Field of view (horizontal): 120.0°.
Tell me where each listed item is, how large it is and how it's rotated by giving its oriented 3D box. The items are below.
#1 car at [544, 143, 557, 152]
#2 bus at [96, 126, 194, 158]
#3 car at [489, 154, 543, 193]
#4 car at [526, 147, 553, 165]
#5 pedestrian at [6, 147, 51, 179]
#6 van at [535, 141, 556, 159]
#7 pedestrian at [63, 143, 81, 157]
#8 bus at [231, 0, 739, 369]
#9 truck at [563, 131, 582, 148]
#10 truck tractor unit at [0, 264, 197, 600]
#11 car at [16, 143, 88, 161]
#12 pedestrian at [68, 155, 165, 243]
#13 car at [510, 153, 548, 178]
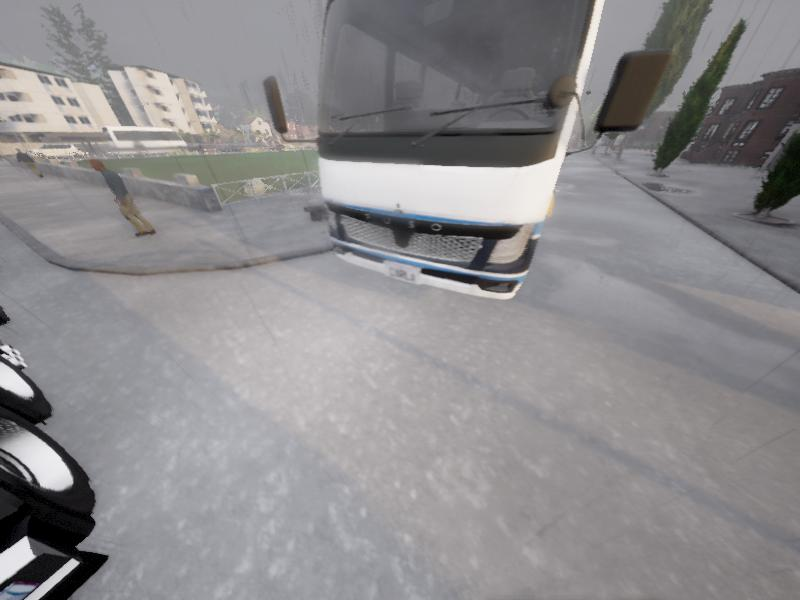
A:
[{"bbox_3d":[32.630,-33.037,49.911,1.812,1.442,4.674,18,39,24],"label":"car"},{"bbox_3d":[-44.551,-28.148,41.150,3.944,4.253,10.273,18,39,24],"label":"bus"},{"bbox_3d":[6.631,-7.223,13.031,1.970,1.475,3.806,18,39,24],"label":"car"},{"bbox_3d":[15.249,-15.781,25.248,1.970,1.475,3.806,18,39,24],"label":"car"},{"bbox_3d":[-25.976,-9.595,16.183,0.751,1.860,0.751,18,39,24],"label":"pedestrian"},{"bbox_3d":[20.806,-21.511,32.985,1.775,1.987,4.442,18,39,24],"label":"van"},{"bbox_3d":[-56.679,-25.907,39.895,0.751,1.860,0.751,8,36,11],"label":"pedestrian"},{"bbox_3d":[2.478,-4.026,6.047,3.944,4.253,10.273,17,39,24],"label":"bus"},{"bbox_3d":[48.392,-45.110,65.021,2.891,3.827,8.468,18,39,24],"label":"truck"},{"bbox_3d":[-5.114,-0.298,0.779,6.516,4.208,3.053,18,39,24],"label":"truck tractor unit"},{"bbox_3d":[-53.367,-22.911,35.641,2.150,2.045,5.566,18,39,24],"label":"car"},{"bbox_3d":[-6.994,-2.547,5.862,0.751,1.860,0.751,-25,42,-31],"label":"pedestrian"},{"bbox_3d":[10.215,-10.702,18.155,1.895,1.301,4.718,18,39,24],"label":"car"}]
